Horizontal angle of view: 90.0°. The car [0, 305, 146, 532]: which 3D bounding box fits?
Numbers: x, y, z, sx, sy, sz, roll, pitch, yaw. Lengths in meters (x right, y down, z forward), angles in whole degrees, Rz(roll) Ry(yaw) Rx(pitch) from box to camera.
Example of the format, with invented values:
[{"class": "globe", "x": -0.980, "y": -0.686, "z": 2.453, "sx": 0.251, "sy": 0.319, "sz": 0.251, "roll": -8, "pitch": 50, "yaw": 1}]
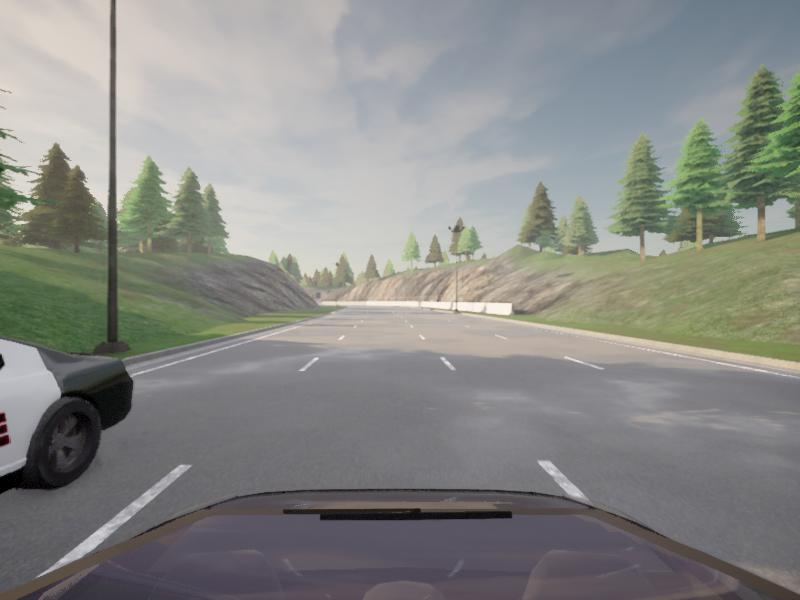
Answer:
[{"class": "car", "x": -3.758, "y": 0.832, "z": 1.924, "sx": 2.038, "sy": 1.542, "sz": 4.974, "roll": 0, "pitch": 0, "yaw": -2}]
